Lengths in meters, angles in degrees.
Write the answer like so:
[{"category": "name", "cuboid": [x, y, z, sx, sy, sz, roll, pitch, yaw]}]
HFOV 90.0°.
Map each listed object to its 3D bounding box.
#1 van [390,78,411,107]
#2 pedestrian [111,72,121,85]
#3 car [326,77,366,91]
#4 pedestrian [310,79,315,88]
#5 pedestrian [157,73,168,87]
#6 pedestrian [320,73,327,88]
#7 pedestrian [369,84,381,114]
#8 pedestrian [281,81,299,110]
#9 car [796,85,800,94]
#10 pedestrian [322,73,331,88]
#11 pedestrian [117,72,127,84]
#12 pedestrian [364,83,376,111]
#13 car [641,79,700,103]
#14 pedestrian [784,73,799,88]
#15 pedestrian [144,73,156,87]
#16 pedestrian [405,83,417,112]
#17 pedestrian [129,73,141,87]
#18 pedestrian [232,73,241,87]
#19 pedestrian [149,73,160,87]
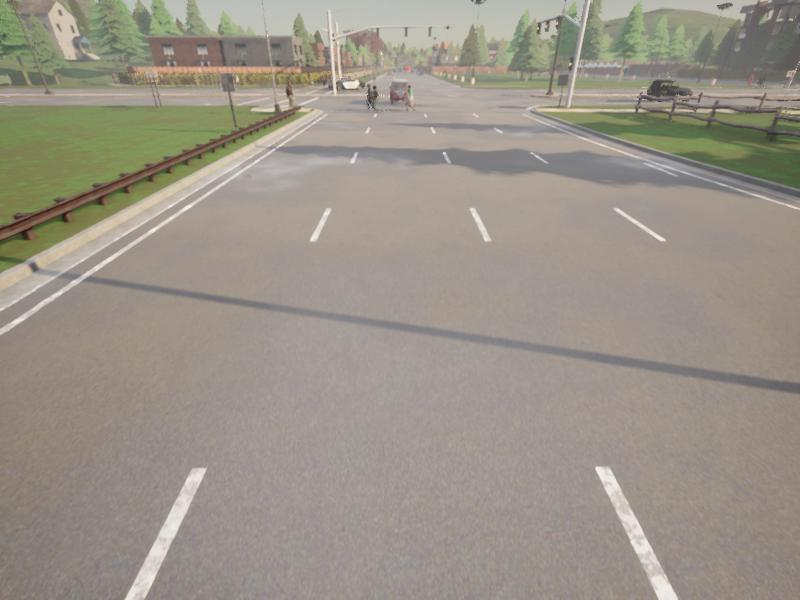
[{"category": "van", "cuboid": [0.036, -18.460, 35.483, 1.775, 1.987, 4.442, 0, 31, 0]}, {"category": "pedestrian", "cuboid": [-46.691, -36.325, 65.712, 0.751, 1.860, 0.751, -25, 39, -36]}, {"category": "car", "cuboid": [-7.385, -29.742, 55.131, 4.974, 1.542, 2.038, -17, 35, -27]}, {"category": "pedestrian", "cuboid": [-12.689, -31.264, 57.844, 0.500, 1.100, 0.500, -18, 35, -28]}, {"category": "pedestrian", "cuboid": [-36.751, -34.084, 61.893, 0.751, 1.860, 0.751, -2, 30, -4]}, {"category": "pedestrian", "cuboid": [-11.141, -31.973, 58.241, 0.751, 1.860, 0.751, 0, 30, 0]}, {"category": "pedestrian", "cuboid": [-1.776, -14.407, 28.656, 0.751, 1.860, 0.751, 0, 30, 0]}, {"category": "pedestrian", "cuboid": [-8.197, -15.306, 29.883, 0.751, 1.860, 0.751, 19, 35, 29]}, {"category": "car", "cuboid": [50.794, -25.303, 47.649, 4.892, 1.490, 1.837, 0, 30, 1]}, {"category": "pedestrian", "cuboid": [-10.618, -31.772, 57.902, 0.751, 1.860, 0.751, 10, 32, 16]}, {"category": "pedestrian", "cuboid": [-48.630, -38.833, 69.988, 0.751, 1.860, 0.751, -23, 37, -33]}, {"category": "pedestrian", "cuboid": [-2.242, -15.232, 30.062, 0.751, 1.860, 0.751, -3, 31, -5]}, {"category": "car", "cuboid": [25.500, -19.795, 37.867, 3.866, 1.878, 1.905, 0, 30, 1]}, {"category": "pedestrian", "cuboid": [58.048, -32.568, 59.338, 0.751, 1.860, 0.751, 0, 30, 0]}, {"category": "pedestrian", "cuboid": [-38.724, -34.107, 61.932, 0.751, 1.860, 0.751, 6, 31, 9]}, {"category": "pedestrian", "cuboid": [0.783, -14.859, 29.427, 0.751, 1.860, 0.751, -3, 30, -5]}, {"category": "pedestrian", "cuboid": [-40.928, -34.058, 61.849, 0.751, 1.860, 0.751, 7, 31, 11]}, {"category": "pedestrian", "cuboid": [-25.323, -34.134, 61.982, 0.751, 1.860, 0.751, 0, 30, 0]}, {"category": "pedestrian", "cuboid": [-38.068, -34.114, 61.944, 0.751, 1.860, 0.751, 0, 30, 1]}]
